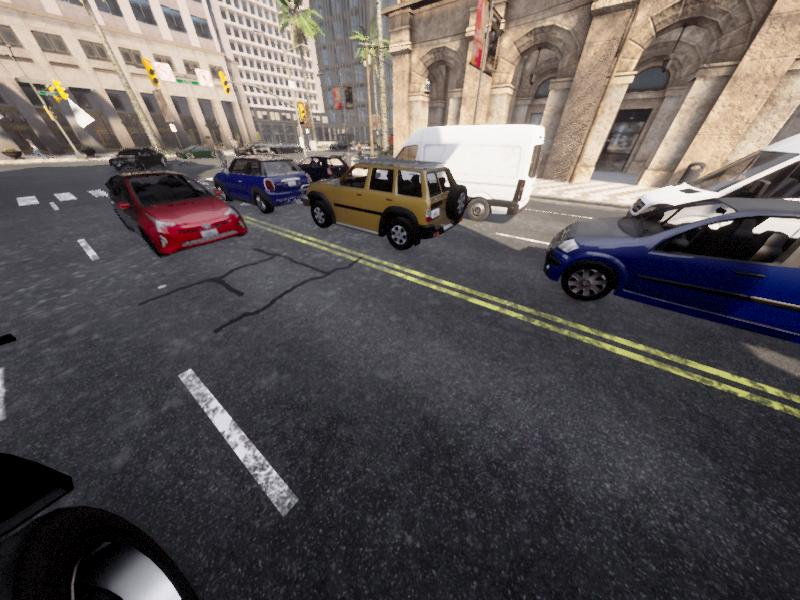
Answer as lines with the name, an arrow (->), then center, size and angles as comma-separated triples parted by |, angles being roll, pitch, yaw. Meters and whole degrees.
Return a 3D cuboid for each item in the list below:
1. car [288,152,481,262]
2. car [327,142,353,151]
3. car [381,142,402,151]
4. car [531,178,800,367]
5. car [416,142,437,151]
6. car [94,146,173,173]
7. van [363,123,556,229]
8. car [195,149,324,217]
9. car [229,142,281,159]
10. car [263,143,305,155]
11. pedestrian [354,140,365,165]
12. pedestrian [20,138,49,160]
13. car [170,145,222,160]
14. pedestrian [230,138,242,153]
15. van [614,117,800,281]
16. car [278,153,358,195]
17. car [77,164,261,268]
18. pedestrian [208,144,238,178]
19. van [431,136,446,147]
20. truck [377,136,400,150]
car -> -0.575, -2.830, 6.299 | 4.605, 1.855, 1.932 | 22, 41, 28
car -> -12.209, -31.345, 47.049 | 2.163, 1.488, 4.792 | 22, 41, 28
car -> -1.765, -33.114, 49.629 | 2.163, 1.488, 4.792 | 23, 41, 28
car -> 4.548, -0.620, 3.432 | 3.988, 1.617, 1.851 | 22, 41, 28
car -> 5.601, -32.114, 48.210 | 2.038, 1.542, 4.974 | 22, 40, 28
car -> -21.427, -11.590, 18.925 | 1.837, 1.490, 4.892 | -9, 36, -11
van -> 1.654, -4.658, 8.337 | 5.915, 2.561, 1.988 | 22, 41, 28
car -> -5.533, -4.809, 9.147 | 4.553, 1.767, 2.097 | 22, 41, 28
car -> -18.701, -19.528, 30.084 | 1.930, 1.638, 5.238 | 22, 41, 28
car -> -17.909, -23.545, 36.009 | 2.033, 1.411, 5.357 | 22, 41, 28
pedestrian -> -3.645, -13.334, 20.899 | 0.751, 1.860, 0.751 | -6, 36, -9
pedestrian -> -38.554, -15.952, 24.375 | 0.751, 1.860, 0.751 | 20, 40, 26
car -> -24.710, -18.047, 28.179 | 1.994, 1.385, 4.181 | 22, 41, 28
pedestrian -> -24.929, -23.475, 35.149 | 0.751, 1.860, 0.751 | -8, 36, -11
van -> 8.506, -1.849, 4.394 | 5.915, 2.561, 1.988 | 22, 41, 28
car -> -4.216, -6.632, 11.973 | 3.633, 1.501, 1.845 | 23, 41, 28
car -> -6.134, -2.529, 6.138 | 4.514, 1.525, 2.007 | 23, 41, 28
pedestrian -> -11.431, -8.991, 14.944 | 0.751, 1.860, 0.751 | 23, 41, 28
van -> 11.767, -48.151, 70.115 | 1.988, 2.561, 5.915 | 22, 41, 28
truck -> -2.489, -36.398, 53.425 | 2.627, 2.467, 5.204 | 23, 41, 28
